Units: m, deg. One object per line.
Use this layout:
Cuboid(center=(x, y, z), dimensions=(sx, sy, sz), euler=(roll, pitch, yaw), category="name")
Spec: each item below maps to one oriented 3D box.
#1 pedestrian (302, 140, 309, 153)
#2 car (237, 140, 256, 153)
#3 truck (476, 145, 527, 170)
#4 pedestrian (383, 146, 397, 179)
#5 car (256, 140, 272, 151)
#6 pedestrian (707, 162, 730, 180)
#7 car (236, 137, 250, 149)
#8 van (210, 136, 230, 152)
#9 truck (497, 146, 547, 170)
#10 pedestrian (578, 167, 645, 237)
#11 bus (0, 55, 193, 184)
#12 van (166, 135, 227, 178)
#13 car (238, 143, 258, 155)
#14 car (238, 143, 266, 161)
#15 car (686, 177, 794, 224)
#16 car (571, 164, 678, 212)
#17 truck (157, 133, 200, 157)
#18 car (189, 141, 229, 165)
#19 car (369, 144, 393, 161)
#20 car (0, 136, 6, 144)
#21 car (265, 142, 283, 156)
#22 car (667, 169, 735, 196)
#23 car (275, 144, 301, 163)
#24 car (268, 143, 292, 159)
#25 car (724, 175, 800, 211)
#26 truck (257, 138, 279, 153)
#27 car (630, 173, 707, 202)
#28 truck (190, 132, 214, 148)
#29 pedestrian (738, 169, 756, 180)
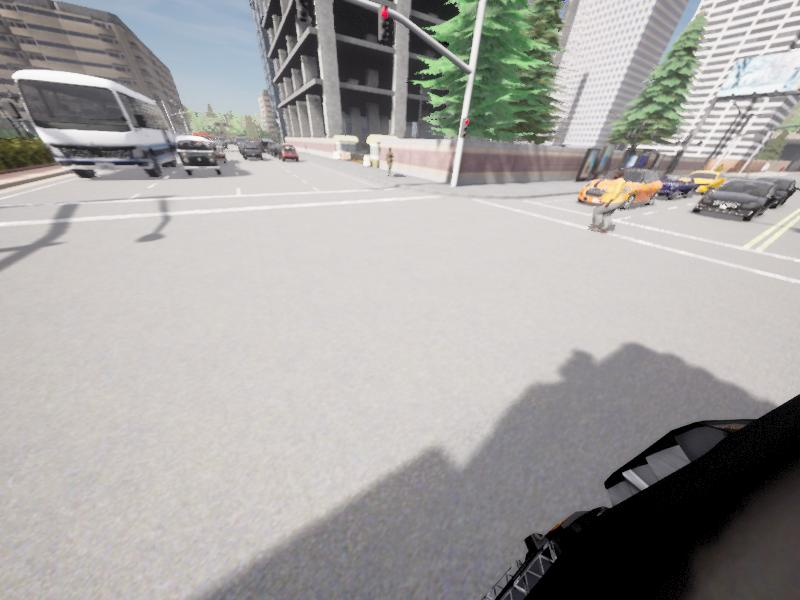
Cuboid(center=(-16.836, -27.335, 41.247), dimensions=(0.751, 1.860, 0.751), euler=(-16, 38, -26), category="pedestrian")
Cuboid(center=(-26.160, -26.099, 39.230), dimensions=(2.152, 1.651, 5.027), euler=(-16, 38, -26), category="car")
Cuboid(center=(13.180, -18.875, 30.502), dimensions=(2.615, 2.467, 5.204), euler=(-16, 38, -26), category="truck")
Cuboid(center=(-0.696, -9.344, 15.684), dimensions=(0.751, 1.860, 0.751), euler=(-8, 35, -16), category="pedestrian")
Cuboid(center=(-28.104, -31.885, 47.677), dimensions=(1.930, 1.638, 5.238), euler=(-16, 38, -26), category="car")
Cuboid(center=(40.378, -16.355, 29.323), dimensions=(0.751, 1.860, 0.751), euler=(-14, 37, -23), category="pedestrian")
Cuboid(center=(-33.879, -33.933, 49.860), dimensions=(1.932, 1.855, 4.605), euler=(-16, 38, -26), category="car")
Cuboid(center=(-28.740, -24.947, 36.996), dimensions=(1.775, 1.987, 4.442), euler=(-16, 38, -26), category="van")
Cuboid(center=(16.908, -19.949, 32.382), dimensions=(2.615, 2.467, 5.204), euler=(-16, 38, -26), category="truck")
Cuboid(center=(6.587, -3.083, 7.264), dimensions=(0.751, 1.860, 0.751), euler=(-25, 43, -35), category="pedestrian")
Cuboid(center=(-16.503, -10.138, 13.843), dimensions=(3.944, 4.253, 10.273), euler=(-16, 38, -26), category="bus")
Cuboid(center=(-12.859, -9.253, 14.784), dimensions=(2.069, 2.038, 4.480), euler=(-19, 40, -30), category="van")
Cuboid(center=(-22.517, -22.396, 34.221), dimensions=(1.994, 1.385, 4.181), euler=(-16, 38, -26), category="car")
Cuboid(center=(-17.161, -17.176, 26.729), dimensions=(2.128, 1.511, 4.902), euler=(-17, 39, -26), category="car")
Cuboid(center=(16.357, -4.906, 11.112), dimensions=(4.892, 1.490, 1.837), euler=(-16, 38, -26), category="car")
Cuboid(center=(11.593, -5.916, 11.986), dimensions=(4.553, 1.767, 2.097), euler=(-16, 38, -26), category="car")
Cuboid(center=(-26.218, -18.653, 27.714), dimensions=(2.390, 2.098, 6.274), euler=(-16, 38, -26), category="truck")
Cuboid(center=(-17.550, -13.750, 21.500), dimensions=(2.152, 1.651, 5.027), euler=(-16, 38, -26), category="car")
Cuboid(center=(-2.798, -21.564, 33.764), dimensions=(1.905, 1.878, 3.866), euler=(-16, 38, -26), category="car")
Cuboid(center=(-51.416, -19.492, 27.077), dimensions=(4.605, 1.855, 1.932), euler=(-16, 38, -26), category="car")
Cuboid(center=(-19.627, -23.487, 35.896), dimensions=(1.789, 1.549, 3.705), euler=(-16, 38, -26), category="car")
Cuboid(center=(23.648, -9.269, 18.118), dimensions=(5.008, 1.535, 1.882), euler=(-16, 38, -26), category="car")
Cuboid(center=(-12.877, -16.851, 26.482), dimensions=(1.851, 1.617, 3.988), euler=(-16, 38, -26), category="car")
Cuboid(center=(-16.217, -20.108, 31.140), dimensions=(1.882, 1.535, 5.008), euler=(-16, 38, -26), category="car")
Cuboid(center=(22.596, -6.697, 14.249), dimensions=(4.892, 1.490, 1.837), euler=(-16, 38, -26), category="car")
Cuboid(center=(-23.535, -27.576, 41.200), dimensions=(2.390, 2.098, 6.274), euler=(-16, 38, -26), category="truck")
Cuboid(center=(17.643, -7.449, 15.172), dimensions=(4.718, 1.301, 1.895), euler=(-16, 38, -26), category="car")
Cuboid(center=(-40.284, -32.688, 47.206), dimensions=(2.627, 2.467, 5.204), euler=(-16, 38, -26), category="truck")
Cuboid(center=(51.396, -18.556, 34.207), dimensions=(0.751, 1.300, 0.751), euler=(-11, 36, -20), category="pedestrian")
